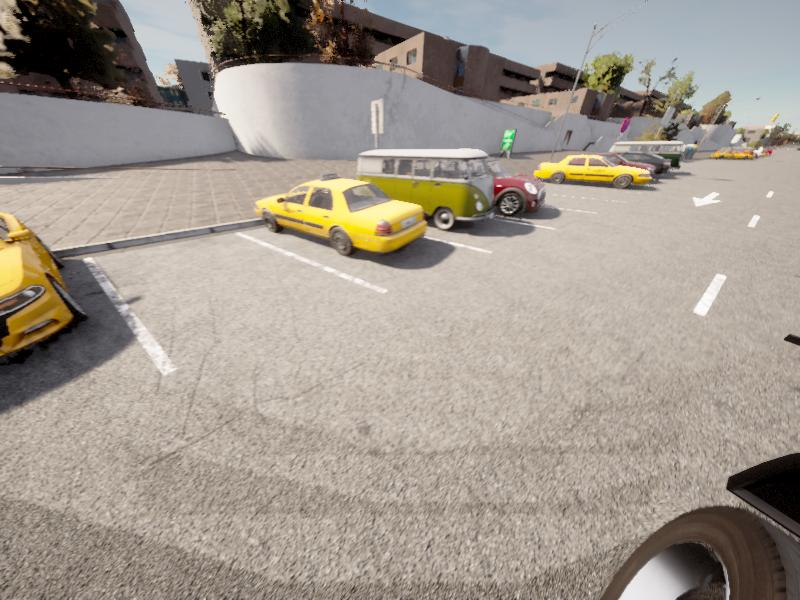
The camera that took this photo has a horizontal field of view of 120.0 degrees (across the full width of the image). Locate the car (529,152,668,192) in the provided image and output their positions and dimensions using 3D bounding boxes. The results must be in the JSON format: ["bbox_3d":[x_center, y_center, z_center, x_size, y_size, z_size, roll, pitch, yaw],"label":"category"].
[{"bbox_3d":[10.582,-7.312,12.923,5.366,1.575,1.946,21,40,29],"label":"car"}]

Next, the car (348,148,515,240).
[{"bbox_3d":[0.763,-3.565,7.261,4.442,1.987,1.878,21,40,29],"label":"car"}]

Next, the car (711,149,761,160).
[{"bbox_3d":[67.753,-29.484,46.748,5.366,1.575,1.946,22,39,28],"label":"car"}]

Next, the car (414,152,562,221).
[{"bbox_3d":[3.082,-4.516,8.779,4.553,1.767,2.185,21,40,29],"label":"car"}]

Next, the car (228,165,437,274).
[{"bbox_3d":[-1.928,-2.484,6.133,5.366,1.575,1.946,21,40,29],"label":"car"}]

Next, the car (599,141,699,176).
[{"bbox_3d":[17.845,-10.483,17.006,4.442,1.987,1.878,21,40,29],"label":"car"}]

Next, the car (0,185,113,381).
[{"bbox_3d":[-6.655,-0.448,3.271,5.008,1.535,2.097,21,40,29],"label":"car"}]

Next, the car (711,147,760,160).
[{"bbox_3d":[63.119,-27.709,43.616,4.442,1.987,1.878,22,39,28],"label":"car"}]

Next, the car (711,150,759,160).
[{"bbox_3d":[65.437,-28.474,45.257,4.792,1.488,2.163,22,39,28],"label":"car"}]

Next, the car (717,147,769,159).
[{"bbox_3d":[75.211,-32.427,50.842,5.566,2.045,2.435,22,39,28],"label":"car"}]

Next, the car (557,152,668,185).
[{"bbox_3d":[12.869,-8.325,14.429,4.674,1.452,2.002,21,40,29],"label":"car"}]

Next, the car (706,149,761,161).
[{"bbox_3d":[60.730,-26.570,42.274,5.366,1.575,1.946,22,39,28],"label":"car"}]

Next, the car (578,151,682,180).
[{"bbox_3d":[15.309,-9.308,15.814,4.674,1.452,2.002,21,40,29],"label":"car"}]
